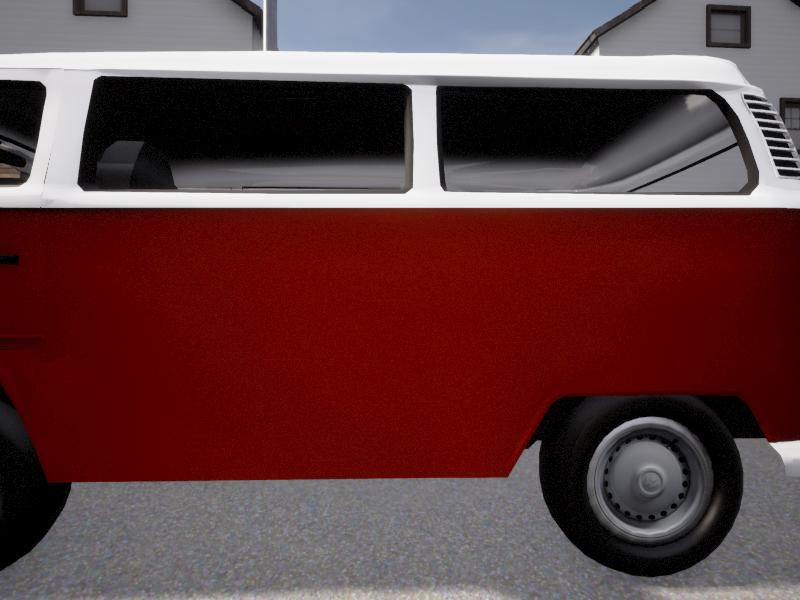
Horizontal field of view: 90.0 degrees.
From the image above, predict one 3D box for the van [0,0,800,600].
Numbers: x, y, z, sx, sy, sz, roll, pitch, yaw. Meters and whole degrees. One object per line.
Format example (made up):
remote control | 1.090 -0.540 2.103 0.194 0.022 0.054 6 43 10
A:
van | -0.423 -0.028 2.192 4.480 2.038 2.069 0 0 -2
